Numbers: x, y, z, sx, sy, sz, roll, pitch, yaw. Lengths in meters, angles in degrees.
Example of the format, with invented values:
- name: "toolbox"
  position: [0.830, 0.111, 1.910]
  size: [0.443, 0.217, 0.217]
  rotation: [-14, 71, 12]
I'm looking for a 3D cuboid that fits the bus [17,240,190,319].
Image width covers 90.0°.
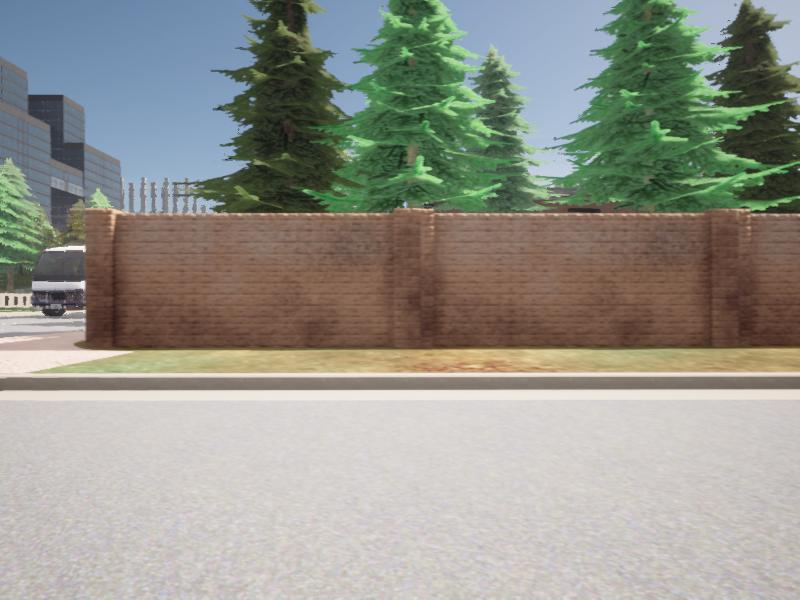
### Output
- name: "bus"
  position: [-18.584, -1.107, 26.600]
  size: [3.944, 4.253, 10.273]
  rotation: [0, 0, 0]
